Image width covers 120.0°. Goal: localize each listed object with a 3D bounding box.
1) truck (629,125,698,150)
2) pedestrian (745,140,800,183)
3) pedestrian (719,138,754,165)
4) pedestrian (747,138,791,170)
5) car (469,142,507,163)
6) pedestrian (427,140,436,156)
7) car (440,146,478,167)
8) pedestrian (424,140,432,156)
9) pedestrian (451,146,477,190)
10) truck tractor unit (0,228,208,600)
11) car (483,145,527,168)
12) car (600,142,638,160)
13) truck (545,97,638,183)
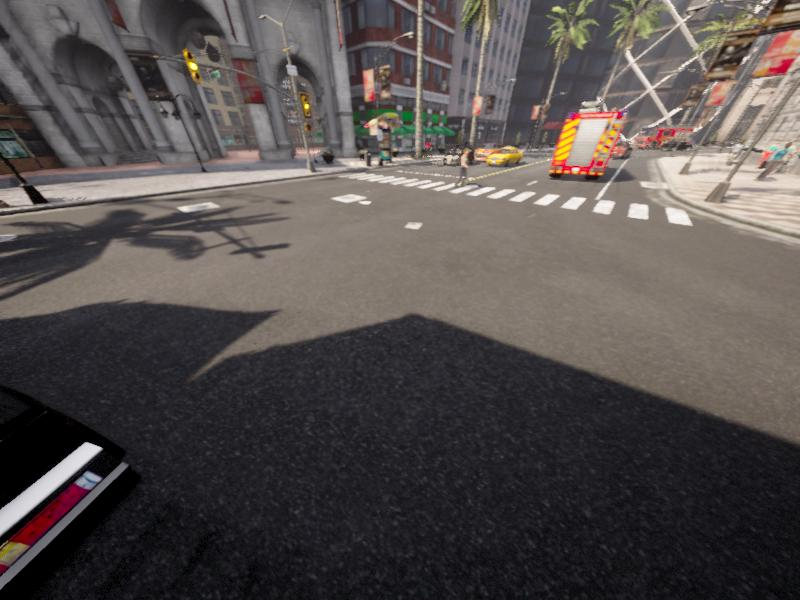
[{"bbox_3d":[50.794,-31.463,44.724,8.468,3.827,2.891,-3,35,-3],"label":"truck"},{"bbox_3d":[19.366,-7.141,11.945,0.751,1.860,0.751,22,41,29],"label":"pedestrian"},{"bbox_3d":[28.175,-12.445,19.376,0.751,1.860,0.751,25,42,32],"label":"pedestrian"},{"bbox_3d":[26.652,-10.581,16.743,0.751,1.860,0.751,27,43,33],"label":"pedestrian"},{"bbox_3d":[9.968,-16.827,26.207,2.097,1.767,4.553,26,43,33],"label":"car"},{"bbox_3d":[4.267,-20.814,31.588,0.751,1.860,0.751,25,43,32],"label":"pedestrian"},{"bbox_3d":[5.747,-13.922,22.339,1.789,1.549,3.705,26,43,32],"label":"car"},{"bbox_3d":[3.741,-20.442,31.066,0.751,1.860,0.751,26,43,32],"label":"pedestrian"},{"bbox_3d":[3.266,-6.791,11.920,0.751,1.860,0.751,25,43,32],"label":"pedestrian"},{"bbox_3d":[-5.322,0.009,0.344,6.516,4.208,3.053,7,36,11],"label":"truck tractor unit"},{"bbox_3d":[10.045,-13.714,21.965,1.801,1.575,5.366,26,43,33],"label":"car"},{"bbox_3d":[27.150,-18.569,28.613,5.027,1.651,2.152,-28,43,-33],"label":"car"},{"bbox_3d":[12.921,-10.994,16.107,2.891,3.827,8.468,20,40,27],"label":"truck"}]
